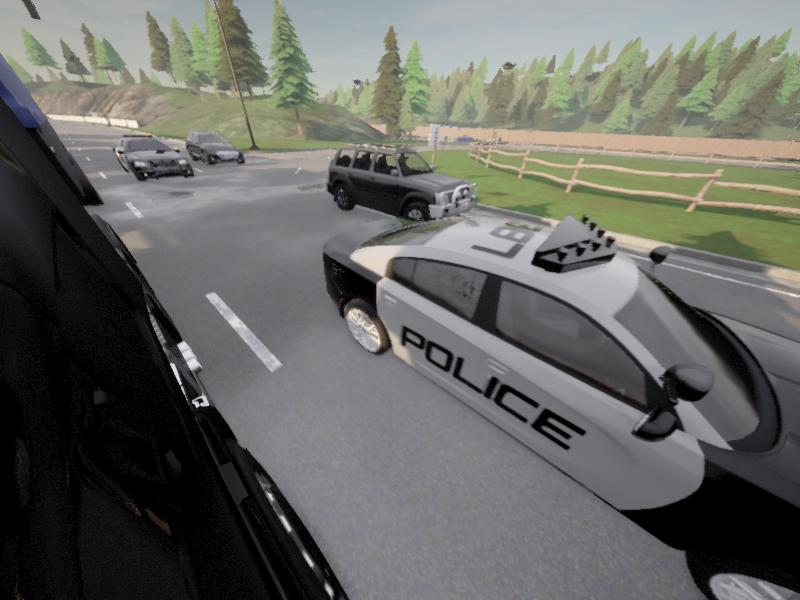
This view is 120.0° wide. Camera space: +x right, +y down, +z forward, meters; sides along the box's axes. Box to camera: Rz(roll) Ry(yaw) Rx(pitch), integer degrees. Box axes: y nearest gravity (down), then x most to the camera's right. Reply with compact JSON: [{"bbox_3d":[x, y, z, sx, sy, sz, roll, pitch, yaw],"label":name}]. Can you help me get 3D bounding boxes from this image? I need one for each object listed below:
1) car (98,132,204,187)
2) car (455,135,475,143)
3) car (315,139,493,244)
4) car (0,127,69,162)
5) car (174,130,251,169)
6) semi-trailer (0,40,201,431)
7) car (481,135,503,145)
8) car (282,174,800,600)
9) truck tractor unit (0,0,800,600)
[{"bbox_3d":[-11.308,-6.504,10.457,4.974,1.542,2.038,28,43,30],"label":"car"},{"bbox_3d":[17.627,-43.774,62.755,4.514,1.525,2.007,28,43,30],"label":"car"},{"bbox_3d":[-0.147,-3.443,6.749,4.605,1.855,1.932,28,43,30],"label":"car"},{"bbox_3d":[-21.624,-9.196,13.565,4.181,1.385,1.994,28,43,30],"label":"car"},{"bbox_3d":[-11.658,-9.446,14.331,4.856,1.649,2.033,28,43,30],"label":"car"},{"bbox_3d":[-8.698,-3.588,4.253,14.254,4.402,2.717,28,43,30],"label":"semi-trailer"},{"bbox_3d":[23.376,-40.917,58.910,4.605,1.855,1.932,28,43,30],"label":"car"},{"bbox_3d":[1.383,0.186,2.146,5.238,1.638,1.930,28,43,30],"label":"car"},{"bbox_3d":[-2.645,-0.295,0.351,6.516,4.208,3.053,28,44,30],"label":"truck tractor unit"}]
